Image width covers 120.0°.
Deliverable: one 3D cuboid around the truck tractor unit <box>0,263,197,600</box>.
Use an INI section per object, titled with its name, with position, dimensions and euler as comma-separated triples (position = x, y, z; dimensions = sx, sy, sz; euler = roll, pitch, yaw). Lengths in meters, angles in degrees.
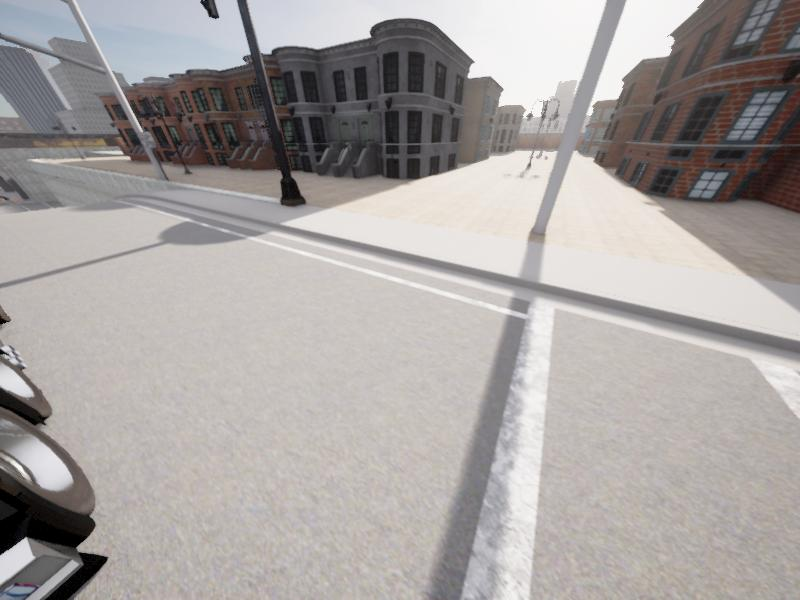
[truck tractor unit]
position = -5.110, -0.301, 0.782
dimensions = 6.516, 4.208, 3.053
euler = 18, 39, 24
